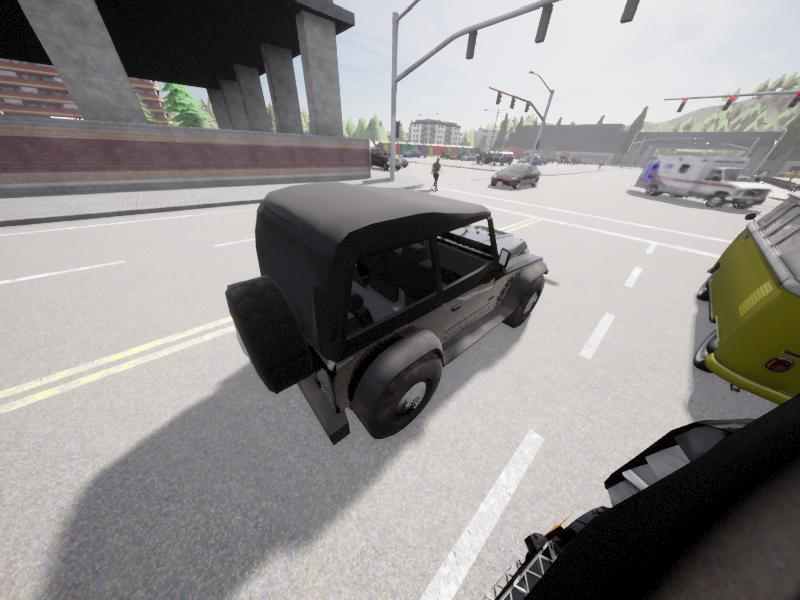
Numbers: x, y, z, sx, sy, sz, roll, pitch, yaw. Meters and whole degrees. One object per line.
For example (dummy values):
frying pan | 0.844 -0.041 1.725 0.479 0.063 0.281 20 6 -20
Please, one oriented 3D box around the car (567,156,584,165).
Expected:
car | 46.725 -37.063 61.380 4.605 1.855 1.932 -24 42 -35

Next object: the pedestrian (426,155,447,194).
pedestrian | 2.024 -7.061 13.015 0.751 1.860 0.751 -7 35 -14

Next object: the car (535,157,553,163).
car | 38.221 -37.168 61.320 5.357 1.415 2.033 -24 42 -35

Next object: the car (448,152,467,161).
car | 12.894 -32.150 51.789 3.905 1.438 1.784 -24 42 -35

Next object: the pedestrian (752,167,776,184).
pedestrian | 46.393 -15.919 29.463 0.751 1.860 0.751 -24 42 -35

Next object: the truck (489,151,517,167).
truck | 17.536 -23.970 39.258 4.478 2.038 2.069 -24 42 -35

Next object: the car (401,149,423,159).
car | 2.698 -33.630 53.173 4.611 1.667 2.242 -24 42 -35

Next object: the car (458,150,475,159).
car | 18.758 -41.014 65.213 4.605 1.855 1.932 -24 42 -35

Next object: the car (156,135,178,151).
car | -37.485 -25.263 37.131 1.905 1.878 3.866 -24 42 -35

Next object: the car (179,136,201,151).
car | -35.278 -26.259 38.800 1.905 1.878 3.866 -24 42 -35

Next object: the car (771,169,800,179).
car | 90.187 -28.792 52.797 1.801 1.575 5.366 -24 42 -35

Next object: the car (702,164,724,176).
car | 63.710 -26.532 47.085 3.866 1.878 1.905 -24 42 -35

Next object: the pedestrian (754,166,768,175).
pedestrian | 90.407 -32.525 57.833 0.751 1.860 0.751 7 34 6

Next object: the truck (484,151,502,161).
truck | 24.217 -37.507 60.170 4.478 2.038 2.069 -24 42 -35

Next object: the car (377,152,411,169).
car | -0.823 -17.115 28.251 1.816 1.474 4.193 -25 42 -35

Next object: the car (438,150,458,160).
car | 11.098 -33.486 53.284 4.605 1.855 1.932 -24 42 -35

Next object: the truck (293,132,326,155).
truck | -19.118 -33.066 48.779 2.891 3.827 8.468 -25 42 -35

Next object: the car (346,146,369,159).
car | -8.087 -27.853 43.594 2.097 1.767 4.553 -25 42 -35

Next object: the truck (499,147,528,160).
truck | 41.502 -53.752 84.652 2.891 3.827 8.468 -23 41 -33

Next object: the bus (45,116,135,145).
bus | -65.291 -36.017 49.429 10.273 4.253 3.944 -24 42 -35

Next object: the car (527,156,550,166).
car | 28.817 -28.845 47.941 4.611 1.667 2.242 -24 42 -35

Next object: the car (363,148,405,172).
car | -1.822 -15.030 24.672 1.932 1.855 4.605 -25 42 -35

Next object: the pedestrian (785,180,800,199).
pedestrian | 30.338 -8.600 17.211 0.751 1.860 0.751 -26 43 -36

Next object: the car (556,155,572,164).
car | 44.859 -38.348 63.181 3.866 1.878 1.905 -24 42 -35

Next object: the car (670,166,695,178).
car | 47.210 -21.413 38.547 5.357 1.411 2.033 -25 42 -35

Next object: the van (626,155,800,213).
van | 18.522 -7.515 14.437 2.351 2.431 6.366 2 34 0

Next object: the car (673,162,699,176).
car | 52.889 -24.269 42.699 5.566 2.045 2.150 -24 42 -35

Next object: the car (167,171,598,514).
car | 0.273 -0.349 2.785 3.866 1.878 1.905 -24 42 -35

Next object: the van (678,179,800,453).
van | 5.426 -0.145 2.781 4.442 1.987 1.775 -24 42 -35

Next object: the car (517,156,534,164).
car | 29.944 -33.430 55.068 3.806 1.475 1.970 -24 42 -35

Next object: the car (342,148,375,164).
car | -5.930 -20.542 32.878 1.930 1.638 5.238 -25 42 -35

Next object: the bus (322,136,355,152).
bus | -21.739 -55.603 82.256 10.273 4.253 3.944 -24 42 -35

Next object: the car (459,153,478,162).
car | 14.799 -30.853 50.036 3.806 1.475 1.970 -24 42 -35

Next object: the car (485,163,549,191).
car | 8.685 -9.185 17.059 4.792 1.488 2.163 -24 42 -35

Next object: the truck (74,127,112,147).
truck | -51.747 -27.610 39.116 2.615 2.467 5.204 -24 42 -35

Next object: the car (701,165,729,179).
car | 53.149 -21.709 39.088 4.553 1.767 2.097 -24 42 -35

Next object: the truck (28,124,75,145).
truck | -54.983 -26.150 36.670 2.615 2.467 5.204 -24 42 -35

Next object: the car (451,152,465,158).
car | 16.889 -42.131 67.137 3.905 1.438 1.784 -24 42 -35

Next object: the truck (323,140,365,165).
truck | -7.121 -18.770 29.366 2.627 2.467 5.204 -25 42 -35

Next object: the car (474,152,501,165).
car | 15.572 -25.138 41.041 4.605 1.855 1.932 -24 42 -35

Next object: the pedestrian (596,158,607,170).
pedestrian | 36.815 -24.905 42.281 0.751 1.860 0.751 -26 43 -36
